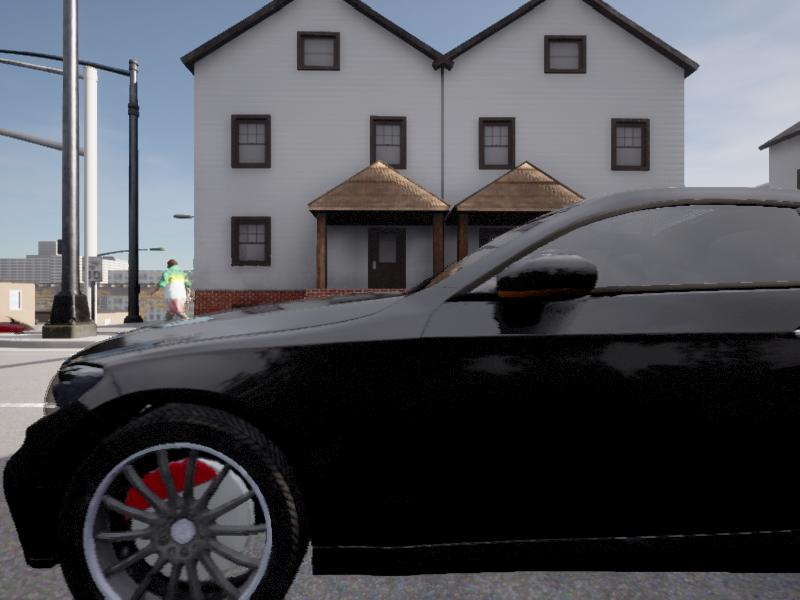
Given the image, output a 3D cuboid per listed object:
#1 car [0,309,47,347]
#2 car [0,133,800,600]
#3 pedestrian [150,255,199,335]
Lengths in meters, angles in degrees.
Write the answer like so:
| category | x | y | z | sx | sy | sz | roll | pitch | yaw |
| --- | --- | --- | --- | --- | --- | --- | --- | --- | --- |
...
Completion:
| category | x | y | z | sx | sy | sz | roll | pitch | yaw |
| --- | --- | --- | --- | --- | --- | --- | --- | --- | --- |
| car | -17.852 | 1.120 | 16.754 | 2.007 | 1.525 | 4.514 | 0 | -8 | 1 |
| car | 0.941 | 0.270 | 1.986 | 4.674 | 1.442 | 1.812 | 0 | 0 | 0 |
| pedestrian | -5.469 | -0.112 | 9.733 | 0.751 | 1.860 | 0.751 | 0 | 0 | 9 |
